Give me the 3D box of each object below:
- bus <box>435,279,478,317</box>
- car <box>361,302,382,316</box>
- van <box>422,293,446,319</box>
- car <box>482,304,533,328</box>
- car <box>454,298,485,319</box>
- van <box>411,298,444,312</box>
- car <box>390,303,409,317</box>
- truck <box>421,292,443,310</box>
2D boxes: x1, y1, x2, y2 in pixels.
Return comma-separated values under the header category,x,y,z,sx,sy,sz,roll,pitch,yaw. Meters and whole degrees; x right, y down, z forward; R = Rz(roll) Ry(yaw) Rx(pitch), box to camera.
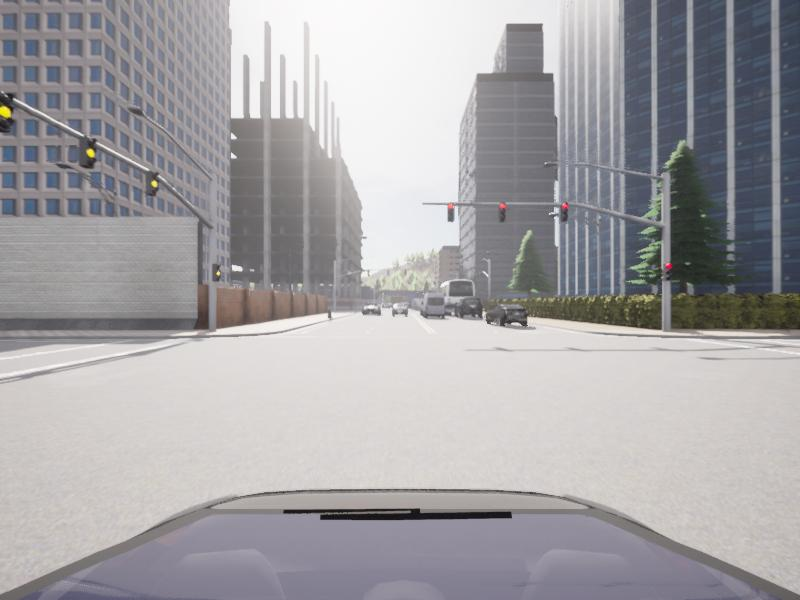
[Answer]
category,x,y,z,sx,sy,sz,roll,pitch,yaw
bus,6.869,-0.189,50.675,3.944,4.253,10.273,0,0,0
car,-3.510,1.103,49.842,2.242,1.667,4.611,0,0,0
van,3.500,0.614,41.895,1.988,2.561,5.915,0,0,0
car,7.393,1.030,28.012,2.007,1.525,4.514,0,0,-5
car,6.994,0.847,40.992,2.150,2.045,5.566,0,-1,0
van,4.973,0.876,74.565,2.351,2.431,6.366,0,0,-41
car,-0.010,1.160,46.869,2.128,1.511,4.902,0,0,0
truck,6.949,0.258,87.926,2.891,3.827,8.468,0,-1,-10
